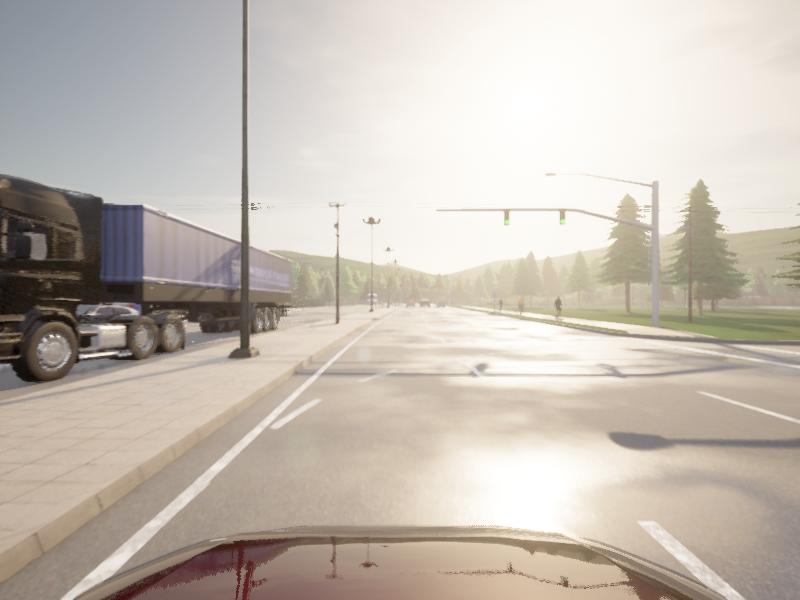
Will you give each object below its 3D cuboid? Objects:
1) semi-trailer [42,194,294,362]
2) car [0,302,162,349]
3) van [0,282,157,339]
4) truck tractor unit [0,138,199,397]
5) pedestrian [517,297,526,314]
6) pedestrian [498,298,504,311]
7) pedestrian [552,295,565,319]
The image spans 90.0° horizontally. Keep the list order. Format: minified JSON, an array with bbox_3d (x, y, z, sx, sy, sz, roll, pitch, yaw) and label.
[{"bbox_3d":[-7.963,-0.578,17.613,2.717,4.402,14.254,0,0,1],"label":"semi-trailer"},{"bbox_3d":[-12.054,0.866,15.616,2.038,1.542,4.974,-1,-1,9],"label":"car"},{"bbox_3d":[-16.760,0.455,21.068,2.351,2.431,6.366,3,1,28],"label":"van"},{"bbox_3d":[-8.018,-0.500,9.699,3.053,4.208,6.516,0,0,0],"label":"truck tractor unit"},{"bbox_3d":[13.255,0.579,43.670,0.751,1.860,0.751,0,0,4],"label":"pedestrian"},{"bbox_3d":[13.842,0.603,54.793,0.751,1.860,0.751,0,0,3],"label":"pedestrian"},{"bbox_3d":[12.640,0.554,31.922,0.751,1.860,0.751,0,0,4],"label":"pedestrian"}]
